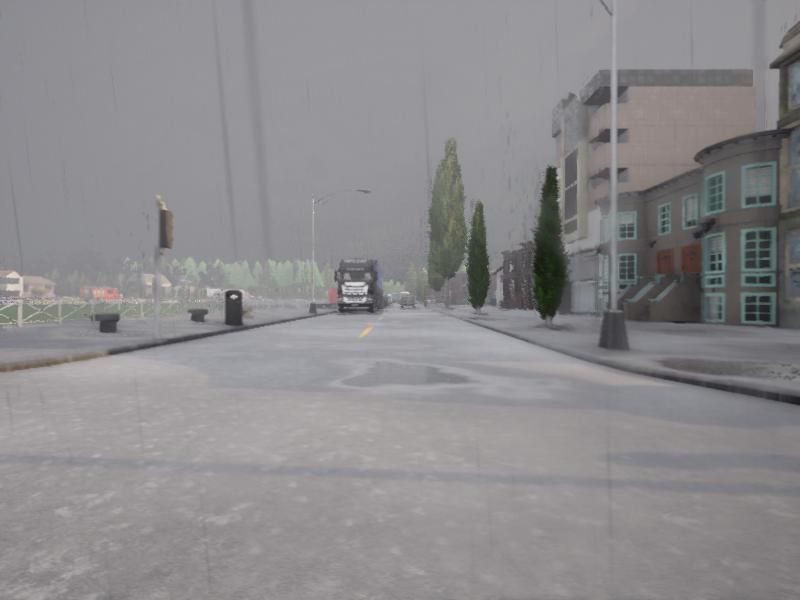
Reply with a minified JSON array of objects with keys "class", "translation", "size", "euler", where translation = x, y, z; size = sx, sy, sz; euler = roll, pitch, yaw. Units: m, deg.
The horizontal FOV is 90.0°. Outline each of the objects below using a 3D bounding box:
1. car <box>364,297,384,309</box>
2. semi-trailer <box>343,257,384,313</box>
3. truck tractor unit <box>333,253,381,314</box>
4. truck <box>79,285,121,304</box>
[{"class":"car","translation":[-3.079,0.297,48.077],"size":[1.994,1.385,4.181],"euler":[0,0,0]},{"class":"semi-trailer","translation":[-3.188,-1.227,38.689],"size":[2.717,4.402,14.254],"euler":[0,0,0]},{"class":"truck tractor unit","translation":[-3.126,-1.133,30.778],"size":[3.053,4.208,6.516],"euler":[0,0,0]},{"class":"truck","translation":[-64.815,-1.133,86.737],"size":[2.891,3.827,8.468],"euler":[0,0,0]}]
